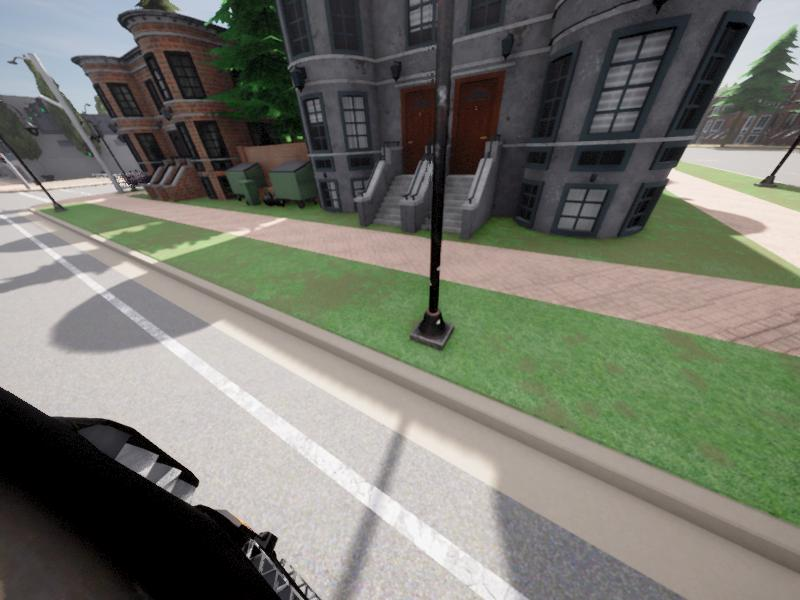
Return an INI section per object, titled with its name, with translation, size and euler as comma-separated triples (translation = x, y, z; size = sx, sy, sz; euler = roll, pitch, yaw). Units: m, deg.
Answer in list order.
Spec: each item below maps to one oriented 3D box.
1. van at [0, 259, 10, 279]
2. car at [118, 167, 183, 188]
[van]
translation = -11.981, -1.522, 5.471
size = 4.442, 1.987, 1.775
euler = 16, 38, 26
[car]
translation = -26.590, -13.219, 24.815
size = 1.816, 1.474, 4.193
euler = 15, 38, 26
